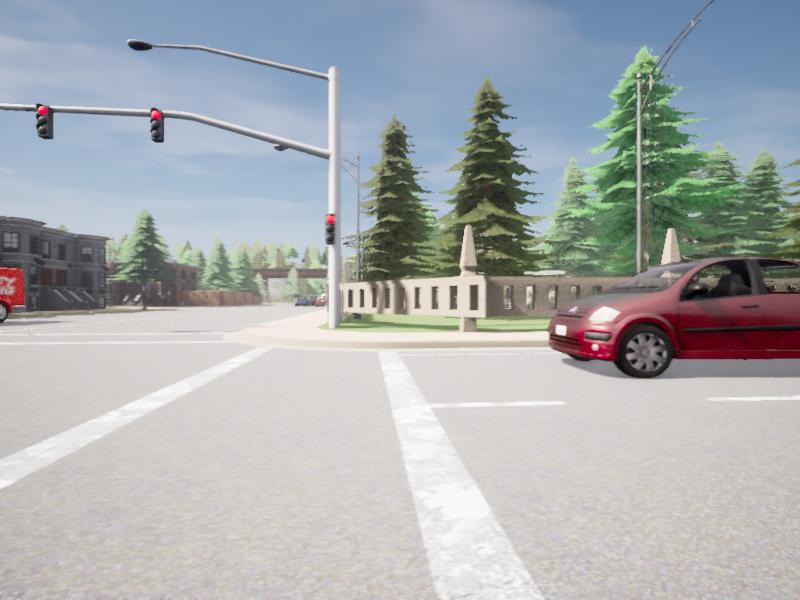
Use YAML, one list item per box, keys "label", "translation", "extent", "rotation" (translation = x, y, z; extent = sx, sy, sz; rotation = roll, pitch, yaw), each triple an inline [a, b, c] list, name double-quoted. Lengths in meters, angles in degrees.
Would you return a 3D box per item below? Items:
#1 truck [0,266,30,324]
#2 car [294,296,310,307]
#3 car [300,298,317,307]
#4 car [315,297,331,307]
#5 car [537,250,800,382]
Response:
- label: "truck"
  translation: [-18.239, -0.220, 15.843]
  extent: [2.627, 2.467, 5.204]
  rotation: [0, 0, -5]
- label: "car"
  translation: [-15.052, 0.264, 61.800]
  extent: [1.851, 1.617, 3.988]
  rotation: [0, 0, -5]
- label: "car"
  translation: [-15.615, 0.378, 68.536]
  extent: [2.033, 1.411, 5.357]
  rotation: [0, 0, -5]
- label: "car"
  translation: [-11.315, 0.325, 59.091]
  extent: [1.970, 1.475, 3.806]
  rotation: [0, 0, -5]
- label: "car"
  translation: [4.340, 0.196, 5.914]
  extent: [3.988, 1.617, 1.851]
  rotation: [0, 0, -3]
